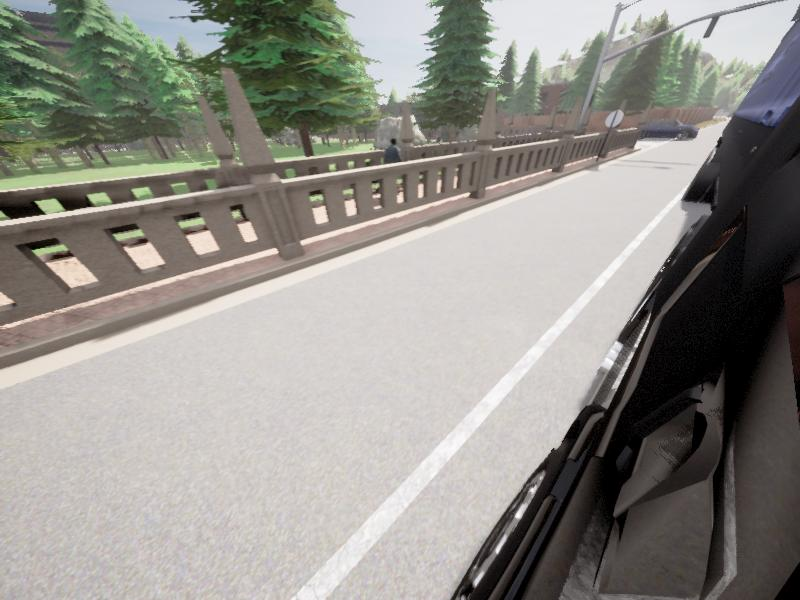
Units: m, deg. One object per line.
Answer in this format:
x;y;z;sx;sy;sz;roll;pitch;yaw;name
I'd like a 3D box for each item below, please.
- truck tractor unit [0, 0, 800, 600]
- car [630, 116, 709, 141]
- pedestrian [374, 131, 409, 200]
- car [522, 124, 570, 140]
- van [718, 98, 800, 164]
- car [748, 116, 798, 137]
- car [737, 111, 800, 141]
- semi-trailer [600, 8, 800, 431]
2.645;-0.295;0.352;6.516;4.208;3.053;-28;44;-30;truck tractor unit
25.777;-16.529;22.303;2.097;1.767;4.553;-32;46;-33;car
-0.247;-4.500;7.781;0.751;1.860;0.751;23;44;30;pedestrian
18.357;-21.281;29.271;2.007;1.525;4.514;-28;44;-29;car
21.478;-9.417;12.701;2.351;2.431;6.366;22;45;22;van
35.661;-16.656;22.182;4.181;1.385;1.994;-28;44;-29;car
31.495;-13.909;18.412;4.605;1.855;1.932;21;43;29;car
8.527;-3.732;4.368;14.254;4.402;2.717;-30;45;-31;semi-trailer
